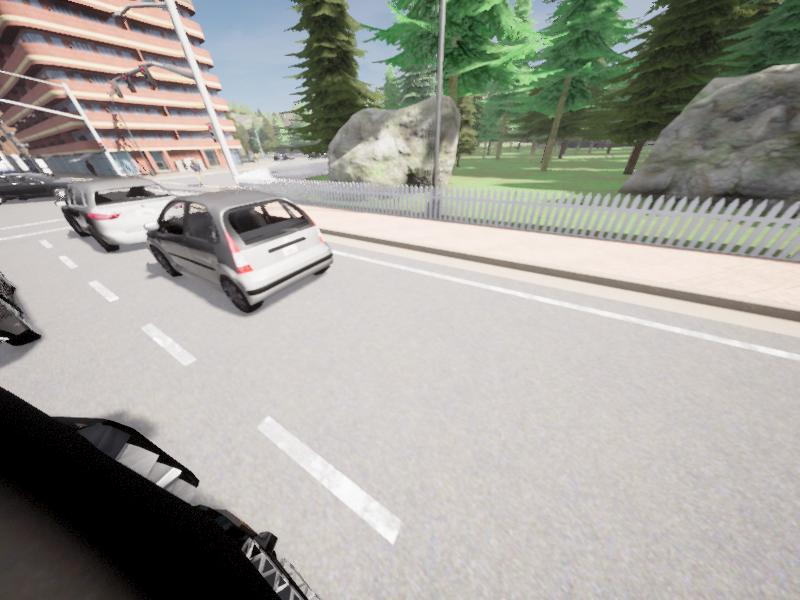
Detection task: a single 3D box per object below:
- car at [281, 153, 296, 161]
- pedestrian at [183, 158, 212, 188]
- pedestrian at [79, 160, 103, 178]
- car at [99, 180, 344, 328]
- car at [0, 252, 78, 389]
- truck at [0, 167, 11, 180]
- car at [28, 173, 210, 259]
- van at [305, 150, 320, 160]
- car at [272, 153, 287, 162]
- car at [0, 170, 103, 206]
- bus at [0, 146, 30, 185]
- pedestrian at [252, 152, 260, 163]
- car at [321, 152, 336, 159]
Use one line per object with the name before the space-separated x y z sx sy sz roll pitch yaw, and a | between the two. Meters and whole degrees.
car | -28.114 -36.060 58.252 1.970 1.475 3.806 -29 42 -34
pedestrian | -14.718 -9.272 16.849 0.751 1.860 0.751 19 39 28
pedestrian | -37.174 -15.787 27.814 0.751 1.860 0.751 14 37 23
car | -3.344 -1.237 4.481 3.988 1.617 1.851 17 38 26
car | -6.932 -0.017 2.961 4.902 1.511 2.128 17 38 26
truck | -61.337 -19.598 33.557 8.468 3.827 2.891 17 38 26
car | -8.709 -2.892 7.233 4.611 1.667 2.242 17 38 26
van | -21.063 -34.984 55.668 1.775 1.987 4.442 -24 39 -28
car | -28.367 -33.450 54.199 1.789 1.549 3.705 -26 40 -31
car | -22.958 -7.062 14.477 4.892 1.490 1.837 -16 36 -19
bus | -50.479 -16.421 27.753 10.273 4.253 3.944 17 38 26
pedestrian | -29.248 -29.014 47.031 0.751 1.860 0.751 -10 34 -11
car | -17.666 -35.574 56.794 1.816 1.474 4.193 -24 39 -28
